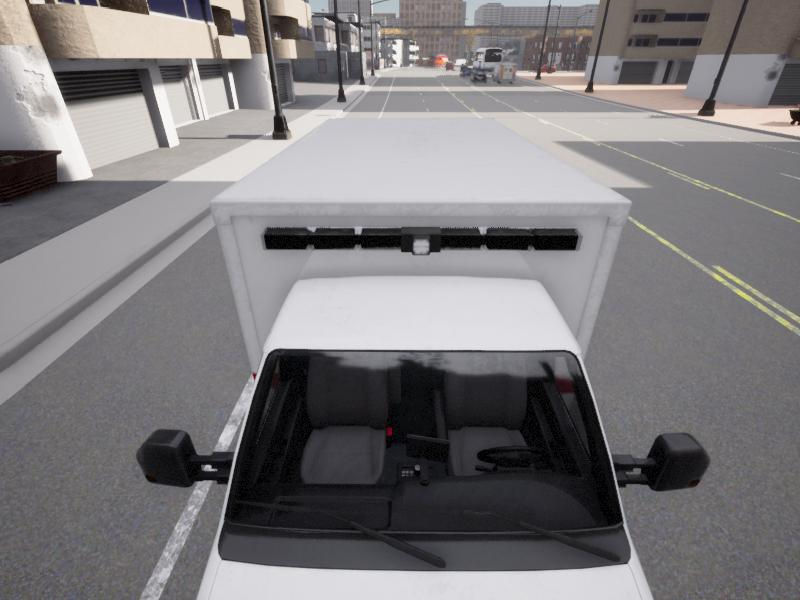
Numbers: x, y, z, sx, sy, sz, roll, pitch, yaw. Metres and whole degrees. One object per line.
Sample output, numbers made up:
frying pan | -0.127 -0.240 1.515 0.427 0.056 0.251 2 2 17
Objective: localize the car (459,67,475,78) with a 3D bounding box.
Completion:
car | 11.306 -38.565 67.825 2.033 1.411 5.357 0 32 0

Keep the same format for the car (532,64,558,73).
car | 30.921 -49.462 85.475 4.611 1.667 2.242 1 31 2

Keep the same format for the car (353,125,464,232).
car | 0.186 -3.330 10.225 2.128 1.511 4.902 0 30 0

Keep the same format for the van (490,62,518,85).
van | 14.690 -32.247 56.831 2.351 2.431 6.366 0 32 0

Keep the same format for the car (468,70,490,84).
car | 11.187 -31.741 56.963 2.128 1.511 4.902 0 32 0

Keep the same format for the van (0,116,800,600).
van | 0.115 0.011 3.604 2.351 2.431 6.366 0 30 1

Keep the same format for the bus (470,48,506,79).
bus | 14.692 -40.328 67.953 3.944 4.253 10.273 0 32 0
